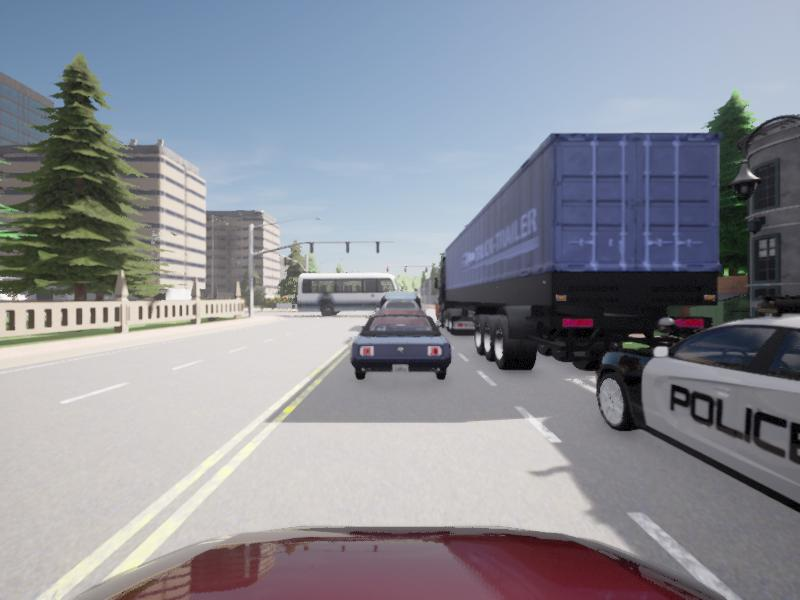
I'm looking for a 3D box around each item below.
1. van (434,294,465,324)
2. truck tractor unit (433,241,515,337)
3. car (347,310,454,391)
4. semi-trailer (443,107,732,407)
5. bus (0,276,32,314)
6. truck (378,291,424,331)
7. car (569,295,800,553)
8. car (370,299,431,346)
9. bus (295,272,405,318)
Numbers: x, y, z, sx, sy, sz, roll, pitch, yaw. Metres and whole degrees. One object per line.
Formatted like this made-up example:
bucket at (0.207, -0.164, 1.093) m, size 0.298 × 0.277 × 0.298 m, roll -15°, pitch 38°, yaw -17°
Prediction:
van at (3.560, 0.621, 29.389) m, size 1.775 × 1.987 × 4.442 m, roll 0°, pitch 0°, yaw 0°
truck tractor unit at (3.537, -0.484, 20.927) m, size 3.053 × 4.208 × 6.516 m, roll 0°, pitch 0°, yaw 0°
car at (0.017, 0.951, 9.428) m, size 1.895 × 1.301 × 4.718 m, roll 0°, pitch 0°, yaw 0°
semi-trailer at (3.528, -0.609, 13.008) m, size 2.717 × 4.402 × 14.254 m, roll 0°, pitch 0°, yaw 0°
bus at (-50.023, -0.500, 46.778) m, size 10.273 × 4.253 × 3.944 m, roll 0°, pitch 0°, yaw 0°
truck at (0.043, 0.561, 24.042) m, size 2.390 × 2.098 × 6.274 m, roll 0°, pitch 0°, yaw 0°
car at (3.503, 0.785, 3.395) m, size 1.930 × 1.638 × 5.238 m, roll 0°, pitch 0°, yaw 0°
car at (0.030, 0.793, 16.551) m, size 2.152 × 1.651 × 5.027 m, roll 0°, pitch 0°, yaw 0°
bus at (-4.737, -0.499, 39.707) m, size 10.273 × 4.253 × 3.944 m, roll 0°, pitch 0°, yaw 2°
